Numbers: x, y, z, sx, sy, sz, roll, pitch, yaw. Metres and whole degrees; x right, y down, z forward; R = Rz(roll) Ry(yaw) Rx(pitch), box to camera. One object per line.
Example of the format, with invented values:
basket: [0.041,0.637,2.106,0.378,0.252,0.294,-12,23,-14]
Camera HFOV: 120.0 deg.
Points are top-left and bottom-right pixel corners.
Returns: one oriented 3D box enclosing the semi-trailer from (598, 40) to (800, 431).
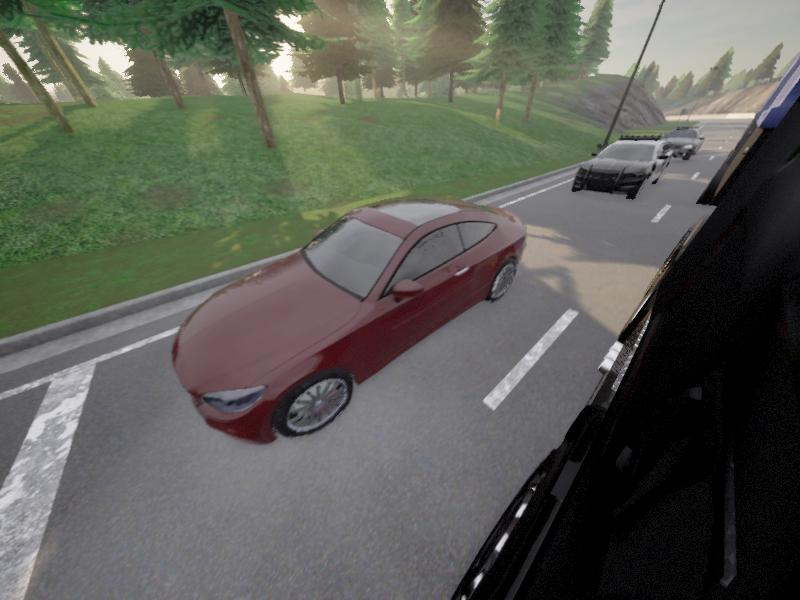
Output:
semi-trailer: [8.694,-3.611,4.229,14.254,4.402,2.717,-28,44,-30]

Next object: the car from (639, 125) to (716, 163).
car: [17.034,-9.646,14.143,4.974,1.542,2.038,-28,44,-30]

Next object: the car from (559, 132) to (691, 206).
car: [8.201,-4.960,8.368,5.238,1.638,1.930,-28,44,-30]

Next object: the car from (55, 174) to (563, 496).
car: [-0.075,-0.448,3.042,4.674,1.442,1.812,-28,44,-30]

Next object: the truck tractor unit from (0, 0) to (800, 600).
truck tractor unit: [2.645,-0.295,0.351,6.516,4.208,3.053,-28,44,-30]

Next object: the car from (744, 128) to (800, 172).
car: [18.656,-7.045,10.717,4.181,1.385,1.994,-21,41,-23]
